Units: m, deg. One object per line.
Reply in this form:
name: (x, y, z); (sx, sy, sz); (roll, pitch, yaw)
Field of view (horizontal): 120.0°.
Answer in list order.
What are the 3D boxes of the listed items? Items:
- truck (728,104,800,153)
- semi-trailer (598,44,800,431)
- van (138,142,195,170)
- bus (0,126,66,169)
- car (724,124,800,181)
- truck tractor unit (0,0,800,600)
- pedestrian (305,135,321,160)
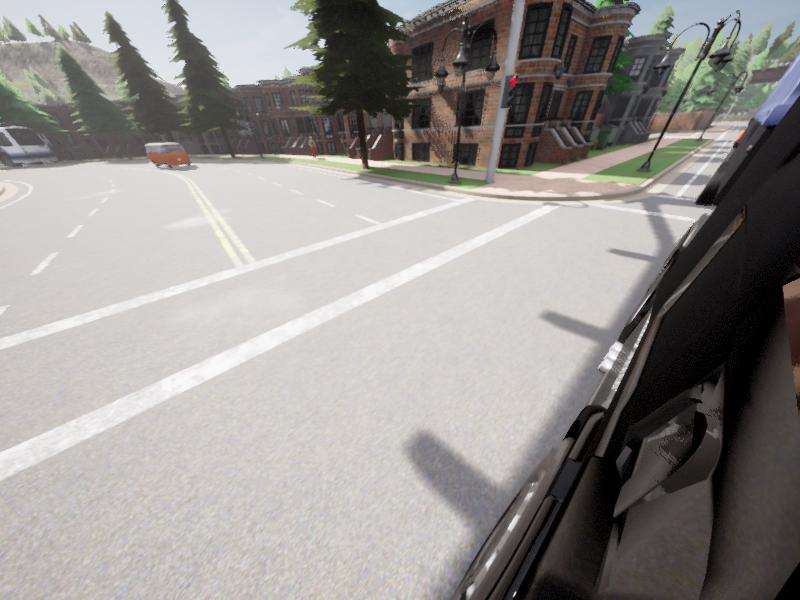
truck: (26.020, -12.015, 16.117); (5.204, 2.467, 2.627); (-28, 43, -30)
semi-trailer: (8.696, -3.600, 4.239); (14.254, 4.402, 2.717); (-28, 44, -30)
van: (-21.829, -13.482, 21.599); (4.442, 1.987, 1.775); (17, 41, 25)
bus: (-52.676, -19.533, 29.849); (10.273, 4.253, 3.944); (-4, 36, -3)
car: (16.649, -6.687, 10.236); (5.238, 1.638, 1.930); (-28, 43, -30)
truck tractor unit: (2.645, -0.295, 0.351); (6.516, 4.208, 3.053); (-28, 44, -30)
pedestrian: (-7.872, -13.781, 20.915); (0.751, 1.860, 0.751); (-19, 40, -21)
